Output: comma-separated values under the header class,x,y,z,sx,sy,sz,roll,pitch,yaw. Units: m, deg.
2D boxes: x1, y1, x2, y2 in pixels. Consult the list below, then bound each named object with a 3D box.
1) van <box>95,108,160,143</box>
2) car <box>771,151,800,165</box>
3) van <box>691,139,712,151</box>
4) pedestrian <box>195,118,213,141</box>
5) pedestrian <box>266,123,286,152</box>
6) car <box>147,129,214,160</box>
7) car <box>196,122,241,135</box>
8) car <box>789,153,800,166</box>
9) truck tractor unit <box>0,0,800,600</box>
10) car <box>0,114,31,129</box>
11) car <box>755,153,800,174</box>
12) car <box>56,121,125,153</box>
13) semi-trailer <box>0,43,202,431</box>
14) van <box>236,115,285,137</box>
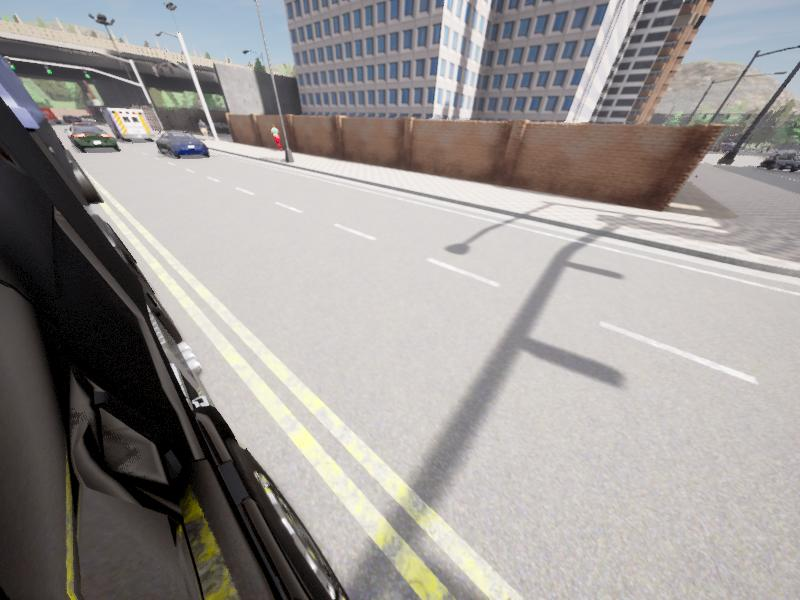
class,x,y,z,sx,sy,sz,roll,pitch,yaw
van,-26.392,-16.890,22.356,6.366,2.431,2.351,27,43,29
car,59.024,-21.404,34.746,2.007,1.525,4.514,27,43,29
van,85.233,-43.893,65.438,1.988,2.561,5.915,27,43,29
pedestrian,-19.920,-17.273,23.476,0.751,1.860,0.751,-19,42,-26
pedestrian,-9.894,-13.025,18.508,0.751,1.860,0.751,27,43,29
car,-14.826,-10.565,15.618,4.181,1.385,1.994,27,43,29
car,-27.866,-26.407,35.670,1.837,1.490,4.892,28,44,29
car,54.936,-18.515,30.576,2.007,1.525,4.514,27,43,29
truck tractor unit,-2.645,-0.295,0.352,6.516,4.208,3.053,28,44,30
car,-51.336,-23.727,30.721,4.674,1.442,1.812,27,43,28
car,39.576,-14.224,23.915,1.816,1.474,4.193,27,43,29
car,-21.959,-11.569,16.360,4.974,1.542,2.038,27,43,29
semi-trailer,-8.690,-3.617,4.226,14.254,4.402,2.717,28,44,30
van,-22.006,-27.661,36.847,1.988,2.561,5.915,27,43,29
